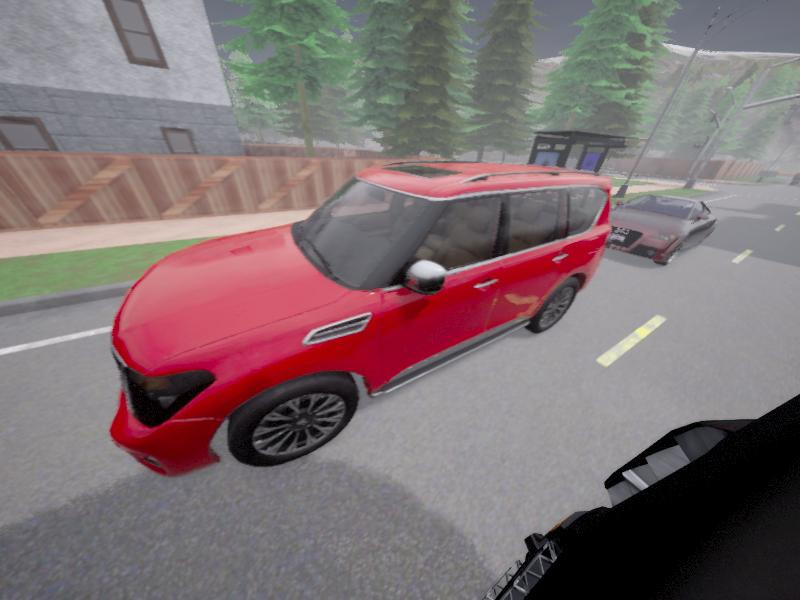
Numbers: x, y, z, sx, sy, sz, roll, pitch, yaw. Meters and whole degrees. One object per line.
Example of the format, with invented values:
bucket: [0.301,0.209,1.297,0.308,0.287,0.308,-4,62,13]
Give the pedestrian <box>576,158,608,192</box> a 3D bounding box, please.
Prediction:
pedestrian: [12.602,-8.215,15.219,0.751,1.860,0.751,-18,39,-29]

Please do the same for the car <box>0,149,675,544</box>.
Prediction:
car: [0.310,-0.516,2.886,5.566,2.045,2.150,-16,38,-26]

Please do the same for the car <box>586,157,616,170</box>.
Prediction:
car: [36.296,-24.653,41.707,4.605,1.855,1.932,-17,39,-27]

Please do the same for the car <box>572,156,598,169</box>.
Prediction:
car: [34.657,-25.791,43.285,3.866,1.878,1.905,-17,39,-27]

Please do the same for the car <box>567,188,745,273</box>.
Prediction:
car: [7.210,-2.209,6.571,4.181,1.385,1.994,-16,38,-26]

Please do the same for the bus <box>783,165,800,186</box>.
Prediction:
bus: [57.793,-17.750,31.187,10.273,4.253,3.944,-16,38,-26]
